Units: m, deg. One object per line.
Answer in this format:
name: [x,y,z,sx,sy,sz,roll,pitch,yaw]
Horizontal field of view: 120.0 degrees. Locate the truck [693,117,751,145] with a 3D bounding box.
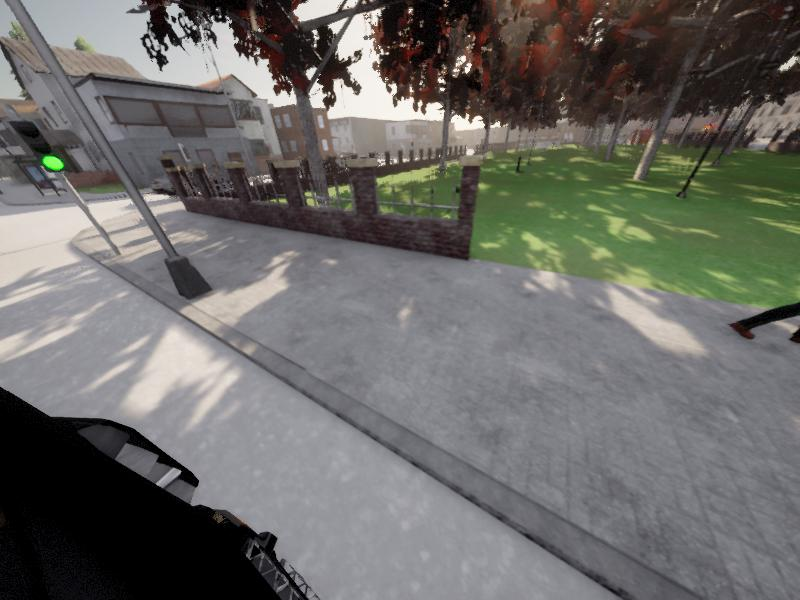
truck: [60.913,-32.013,44.083,2.891,3.827,8.468,16,38,26]

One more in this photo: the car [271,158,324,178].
car: [-11.102,-14.579,25.400,2.128,1.511,4.902,16,38,26]

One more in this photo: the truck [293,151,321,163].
truck: [-21.967,-33.754,54.567,6.274,2.098,2.390,17,38,27]

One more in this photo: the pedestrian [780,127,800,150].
pedestrian: [40.079,-16.317,23.329,0.751,1.860,0.751,16,38,26]

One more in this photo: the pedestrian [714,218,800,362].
pedestrian: [4.330,-0.306,2.155,0.751,1.860,0.751,14,37,24]

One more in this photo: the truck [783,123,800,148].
truck: [47.578,-18.545,25.760,2.627,2.467,5.204,16,38,27]

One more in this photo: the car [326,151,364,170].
car: [-7.062,-18.347,30.405,1.932,1.855,4.605,18,39,29]

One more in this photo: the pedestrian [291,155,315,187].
pedestrian: [-6.708,-8.948,16.036,0.751,1.860,0.751,18,39,28]

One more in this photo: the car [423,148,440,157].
car: [6.874,-32.091,50.282,1.837,1.490,4.892,16,38,26]

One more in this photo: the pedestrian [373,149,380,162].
pedestrian: [-4.010,-24.765,39.574,0.751,1.860,0.751,21,41,32]

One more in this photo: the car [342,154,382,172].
car: [-4.412,-16.482,27.720,2.128,1.511,4.902,14,37,24]

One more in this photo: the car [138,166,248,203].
car: [-13.533,-7.873,15.519,2.128,1.511,4.902,15,38,26]

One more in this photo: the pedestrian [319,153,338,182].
pedestrian: [-5.461,-10.143,17.731,0.751,1.860,0.751,17,38,27]

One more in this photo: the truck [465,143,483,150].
truck: [29.246,-60.895,91.611,2.390,2.098,6.274,-26,40,-30]

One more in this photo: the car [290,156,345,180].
car: [-7.953,-13.146,22.886,2.033,1.649,4.856,15,38,25]

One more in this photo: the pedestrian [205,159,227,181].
pedestrian: [-18.085,-12.805,22.735,0.751,1.860,0.751,16,38,26]

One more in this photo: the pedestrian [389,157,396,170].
pedestrian: [-0.801,-14.799,25.039,0.500,1.100,0.500,-30,42,-35]
